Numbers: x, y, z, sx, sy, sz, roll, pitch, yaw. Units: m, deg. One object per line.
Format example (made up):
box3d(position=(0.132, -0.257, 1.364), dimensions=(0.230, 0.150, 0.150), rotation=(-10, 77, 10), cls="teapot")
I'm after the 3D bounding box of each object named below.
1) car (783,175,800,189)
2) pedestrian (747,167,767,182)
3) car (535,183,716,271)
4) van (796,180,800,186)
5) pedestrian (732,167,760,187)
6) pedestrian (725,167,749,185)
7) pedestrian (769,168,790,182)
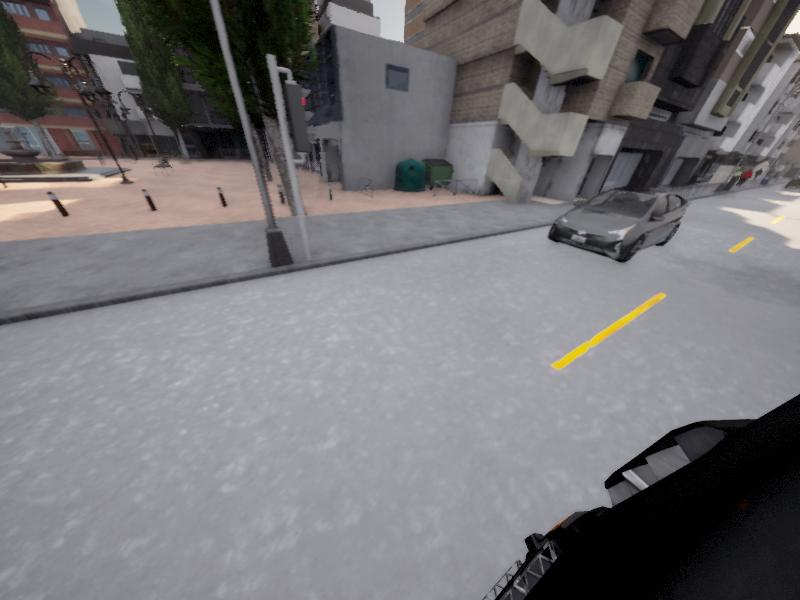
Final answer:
box3d(position=(50.823, -14.855, 29.143), dimensions=(4.718, 1.301, 1.895), rotation=(-16, 38, -26), cls="car")
box3d(position=(52.677, -18.510, 34.093), dimensions=(0.751, 1.860, 0.751), rotation=(-13, 36, -22), cls="pedestrian")
box3d(position=(6.467, -2.358, 6.671), dimensions=(4.514, 1.525, 2.007), rotation=(-16, 38, -26), cls="car")
box3d(position=(65.659, -19.190, 36.551), dimensions=(4.480, 2.038, 2.069), rotation=(-16, 38, -26), cls="van")
box3d(position=(37.374, -13.267, 24.994), dimensions=(0.751, 1.860, 0.751), rotation=(-14, 37, -23), cls="pedestrian")
box3d(position=(39.290, -14.449, 26.933), dimensions=(0.751, 1.860, 0.751), rotation=(-17, 38, -28), cls="pedestrian")
box3d(position=(58.345, -19.176, 35.520), dimensions=(0.751, 1.860, 0.751), rotation=(-11, 36, -20), cls="pedestrian")
